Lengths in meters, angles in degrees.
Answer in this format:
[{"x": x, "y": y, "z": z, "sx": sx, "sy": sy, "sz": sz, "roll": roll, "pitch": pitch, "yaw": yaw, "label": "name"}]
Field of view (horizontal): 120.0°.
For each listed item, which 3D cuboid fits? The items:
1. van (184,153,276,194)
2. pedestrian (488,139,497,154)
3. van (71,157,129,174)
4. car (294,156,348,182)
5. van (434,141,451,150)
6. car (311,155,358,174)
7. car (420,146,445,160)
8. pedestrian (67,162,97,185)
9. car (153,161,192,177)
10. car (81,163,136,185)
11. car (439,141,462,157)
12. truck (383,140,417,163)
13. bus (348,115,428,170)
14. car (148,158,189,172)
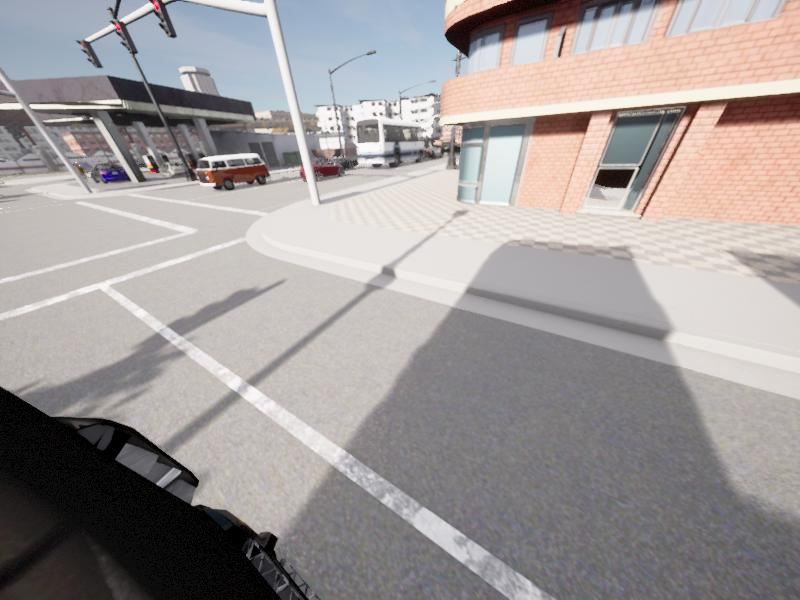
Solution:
[{"x": -11.748, "y": -9.124, "z": 16.433, "sx": 2.069, "sy": 2.038, "sz": 4.480, "roll": 15, "pitch": 38, "yaw": 25, "label": "van"}, {"x": 13.873, "y": -22.933, "z": 34.581, "sx": 0.751, "sy": 1.860, "sz": 0.751, "roll": 21, "pitch": 41, "yaw": 31, "label": "pedestrian"}, {"x": -59.843, "y": -27.015, "z": 46.298, "sx": 2.351, "sy": 2.431, "sz": 6.366, "roll": 16, "pitch": 39, "yaw": 26, "label": "van"}, {"x": -6.217, "y": -10.602, "z": 18.620, "sx": 1.845, "sy": 1.501, "sz": 3.633, "roll": 15, "pitch": 38, "yaw": 25, "label": "car"}, {"x": 12.618, "y": -45.984, "z": 68.804, "sx": 4.480, "sy": 2.038, "sz": 2.069, "roll": 16, "pitch": 39, "yaw": 26, "label": "van"}, {"x": -6.619, "y": -14.125, "z": 24.054, "sx": 1.895, "sy": 1.301, "sz": 4.718, "roll": 15, "pitch": 38, "yaw": 25, "label": "car"}, {"x": 4.921, "y": -22.136, "z": 34.726, "sx": 2.038, "sy": 1.542, "sz": 4.974, "roll": 15, "pitch": 38, "yaw": 24, "label": "car"}, {"x": -30.949, "y": -12.307, "z": 22.507, "sx": 0.751, "sy": 1.860, "sz": 0.751, "roll": 15, "pitch": 38, "yaw": 25, "label": "pedestrian"}, {"x": -27.952, "y": -16.086, "z": 28.396, "sx": 3.806, "sy": 1.475, "sz": 1.970, "roll": 16, "pitch": 39, "yaw": 26, "label": "car"}, {"x": -30.170, "y": -13.129, "z": 23.930, "sx": 4.611, "sy": 1.667, "sz": 2.242, "roll": 16, "pitch": 39, "yaw": 26, "label": "car"}, {"x": 8.797, "y": -26.372, "z": 40.198, "sx": 2.150, "sy": 2.045, "sz": 5.566, "roll": 14, "pitch": 38, "yaw": 24, "label": "car"}, {"x": 0.189, "y": -21.795, "z": 33.749, "sx": 2.627, "sy": 2.467, "sz": 5.204, "roll": 15, "pitch": 39, "yaw": 25, "label": "truck"}, {"x": -0.722, "y": -17.727, "z": 26.248, "sx": 3.944, "sy": 4.253, "sz": 10.273, "roll": 16, "pitch": 38, "yaw": 25, "label": "bus"}, {"x": -41.566, "y": -24.417, "z": 41.714, "sx": 1.930, "sy": 1.638, "sz": 5.238, "roll": 0, "pitch": 34, "yaw": 5, "label": "car"}]
